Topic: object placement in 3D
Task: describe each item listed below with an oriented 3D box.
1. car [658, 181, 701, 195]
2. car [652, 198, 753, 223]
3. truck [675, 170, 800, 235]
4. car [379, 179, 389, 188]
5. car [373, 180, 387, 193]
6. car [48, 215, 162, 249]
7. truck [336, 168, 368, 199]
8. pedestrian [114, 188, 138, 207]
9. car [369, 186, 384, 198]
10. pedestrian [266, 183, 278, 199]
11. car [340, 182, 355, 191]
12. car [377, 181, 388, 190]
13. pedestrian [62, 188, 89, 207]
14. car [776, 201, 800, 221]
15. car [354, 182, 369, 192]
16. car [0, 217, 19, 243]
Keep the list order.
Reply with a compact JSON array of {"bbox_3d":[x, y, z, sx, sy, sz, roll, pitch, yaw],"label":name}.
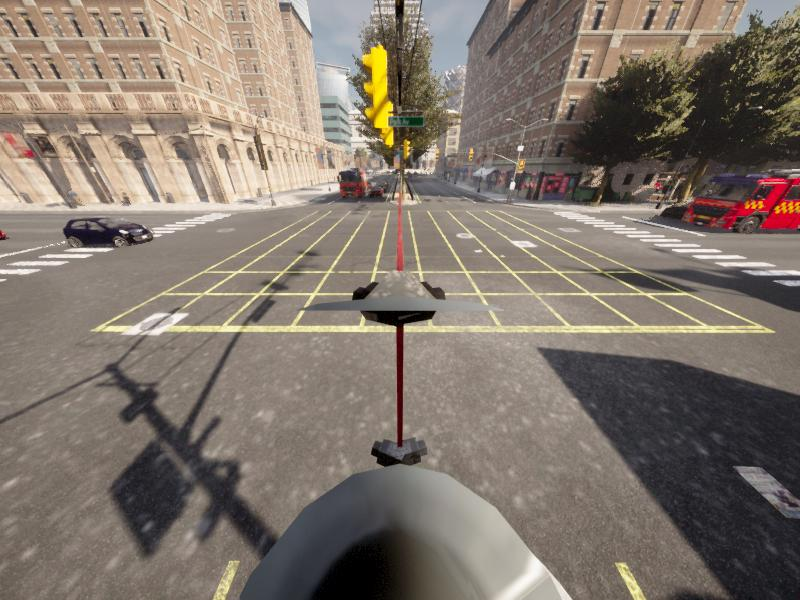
[{"bbox_3d":[46.025,-18.539,38.224,1.905,1.878,3.866,0,30,0],"label":"car"},{"bbox_3d":[25.259,-7.579,19.492,5.238,1.638,1.930,0,30,0],"label":"car"},{"bbox_3d":[25.852,-6.780,15.925,8.468,3.827,2.891,0,30,0],"label":"truck"},{"bbox_3d":[-3.527,-26.265,51.891,1.851,1.617,3.988,0,30,0],"label":"car"},{"bbox_3d":[-3.558,-20.387,41.522,2.097,1.767,4.553,0,30,0],"label":"car"},{"bbox_3d":[-16.771,-3.972,13.356,3.633,1.501,1.845,0,30,0],"label":"car"},{"bbox_3d":[-7.080,-18.109,35.546,2.891,3.827,8.468,0,30,0],"label":"truck"},{"bbox_3d":[-29.963,-11.231,25.246,0.751,1.860,0.751,3,30,5],"label":"pedestrian"},{"bbox_3d":[-3.577,-16.711,35.654,1.895,1.301,4.718,0,30,0],"label":"car"},{"bbox_3d":[-17.516,-14.906,31.611,0.751,1.860,0.751,1,30,1],"label":"pedestrian"},{"bbox_3d":[-10.295,-22.354,45.417,1.895,1.301,4.718,0,30,0],"label":"car"},{"bbox_3d":[-3.540,-23.214,46.736,1.970,1.475,3.806,0,30,0],"label":"car"},{"bbox_3d":[-35.254,-11.148,25.102,0.751,1.860,0.751,5,30,9],"label":"pedestrian"},{"bbox_3d":[36.029,-7.511,19.571,4.674,1.442,1.812,0,30,0],"label":"car"},{"bbox_3d":[-7.055,-20.928,42.777,1.970,1.475,3.806,0,30,0],"label":"car"},{"bbox_3d":[-26.327,-3.960,13.338,4.514,1.525,2.007,0,30,0],"label":"car"}]
